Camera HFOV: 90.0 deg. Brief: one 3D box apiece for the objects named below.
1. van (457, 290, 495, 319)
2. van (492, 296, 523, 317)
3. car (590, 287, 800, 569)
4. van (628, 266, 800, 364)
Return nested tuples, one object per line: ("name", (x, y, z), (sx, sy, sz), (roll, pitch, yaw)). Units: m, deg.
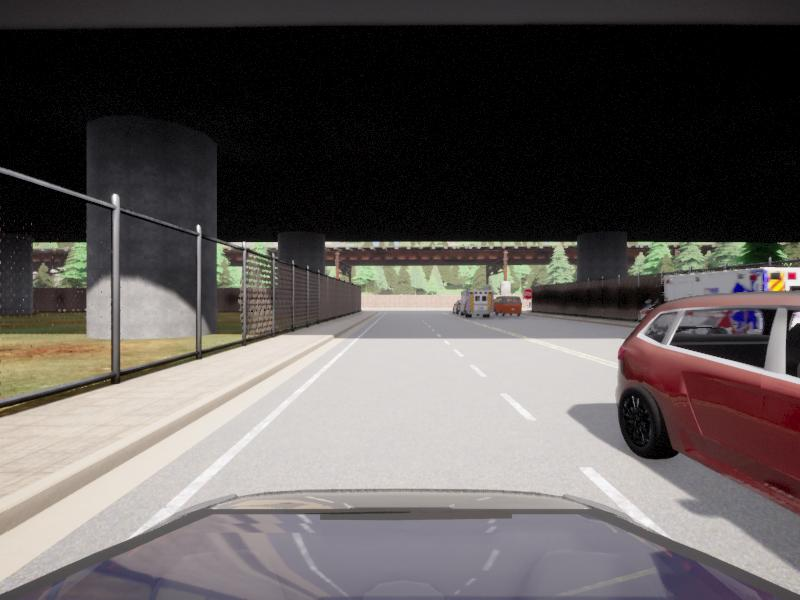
("van", (7.008, 0.380, 37.586), (2.351, 2.431, 6.366), (0, 0, 0))
("van", (10.506, 0.601, 39.389), (1.775, 1.987, 4.442), (0, 0, 0))
("car", (3.479, 0.756, 2.621), (2.242, 1.667, 4.611), (0, 0, 0))
("van", (10.504, 0.378, 13.181), (2.351, 2.431, 6.366), (0, 0, 0))
